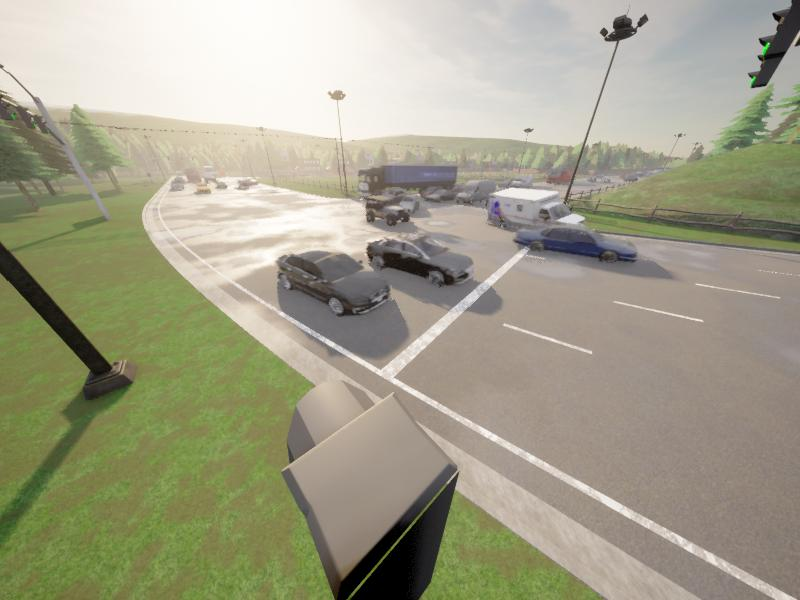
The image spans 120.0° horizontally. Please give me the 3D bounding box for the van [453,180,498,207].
[{"bbox_3d":[9.246,-13.148,28.240,5.915,2.561,1.988,-24,38,-35],"label":"van"}]

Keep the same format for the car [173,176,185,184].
[{"bbox_3d":[-64.240,-34.962,67.223,2.152,1.651,5.027,-22,37,-33],"label":"car"}]

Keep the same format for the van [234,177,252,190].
[{"bbox_3d":[-32.306,-23.993,47.519,2.069,2.038,4.480,-22,37,-33],"label":"van"}]

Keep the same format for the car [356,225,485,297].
[{"bbox_3d":[0.696,-1.930,9.839,4.902,1.511,2.128,20,36,31],"label":"car"}]

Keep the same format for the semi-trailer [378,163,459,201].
[{"bbox_3d":[3.337,-18.328,35.329,14.254,4.402,2.717,-24,38,-35],"label":"semi-trailer"}]

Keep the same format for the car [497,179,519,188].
[{"bbox_3d":[23.832,-25.714,51.063,4.792,1.488,2.163,-23,37,-34],"label":"car"}]

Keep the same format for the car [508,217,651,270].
[{"bbox_3d":[8.849,-3.124,12.022,5.357,1.411,2.033,19,35,29],"label":"car"}]

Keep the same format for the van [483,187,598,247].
[{"bbox_3d":[9.092,-6.045,16.060,2.351,2.431,6.366,-23,36,-18],"label":"van"}]

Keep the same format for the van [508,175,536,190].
[{"bbox_3d":[25.589,-24.665,48.299,6.366,2.431,2.351,-24,38,-36],"label":"van"}]

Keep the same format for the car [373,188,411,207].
[{"bbox_3d":[-0.885,-12.434,27.874,2.242,1.667,4.611,19,35,30],"label":"car"}]

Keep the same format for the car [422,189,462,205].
[{"bbox_3d":[5.507,-13.327,29.695,5.357,1.411,2.033,-24,38,-35],"label":"car"}]

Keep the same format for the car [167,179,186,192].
[{"bbox_3d":[-42.688,-21.973,44.183,1.932,1.855,4.605,-22,37,-33],"label":"car"}]

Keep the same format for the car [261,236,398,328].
[{"bbox_3d":[-2.563,-0.948,8.156,4.892,1.490,1.837,20,36,32],"label":"car"}]

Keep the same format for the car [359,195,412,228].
[{"bbox_3d":[-1.171,-7.250,18.674,3.866,1.878,1.905,22,37,34],"label":"car"}]

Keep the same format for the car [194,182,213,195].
[{"bbox_3d":[-33.827,-19.187,39.700,1.882,1.535,5.008,-22,37,-33],"label":"car"}]

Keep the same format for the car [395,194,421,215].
[{"bbox_3d":[0.890,-9.634,23.163,1.845,1.501,3.633,7,31,12],"label":"car"}]

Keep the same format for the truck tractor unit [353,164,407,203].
[{"bbox_3d":[-2.431,-15.544,30.701,3.053,4.208,6.516,24,37,35],"label":"truck tractor unit"}]

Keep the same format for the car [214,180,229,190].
[{"bbox_3d":[-36.880,-23.776,47.713,1.816,1.474,4.193,-22,37,-33],"label":"car"}]

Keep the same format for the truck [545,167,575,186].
[{"bbox_3d":[40.672,-31.520,58.775,8.468,3.827,2.891,-23,37,-34],"label":"truck"}]

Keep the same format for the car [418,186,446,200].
[{"bbox_3d":[4.622,-15.366,33.092,3.633,1.501,1.845,-23,37,-34],"label":"car"}]

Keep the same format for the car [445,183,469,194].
[{"bbox_3d":[10.177,-19.939,41.215,4.181,1.385,1.994,-23,37,-34],"label":"car"}]

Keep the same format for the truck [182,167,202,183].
[{"bbox_3d":[-62.379,-37.725,69.515,2.891,3.827,8.468,-19,35,-30],"label":"truck"}]

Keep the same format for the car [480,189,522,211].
[{"bbox_3d":[11.438,-11.336,25.999,5.238,1.638,1.930,-25,38,-36],"label":"car"}]
